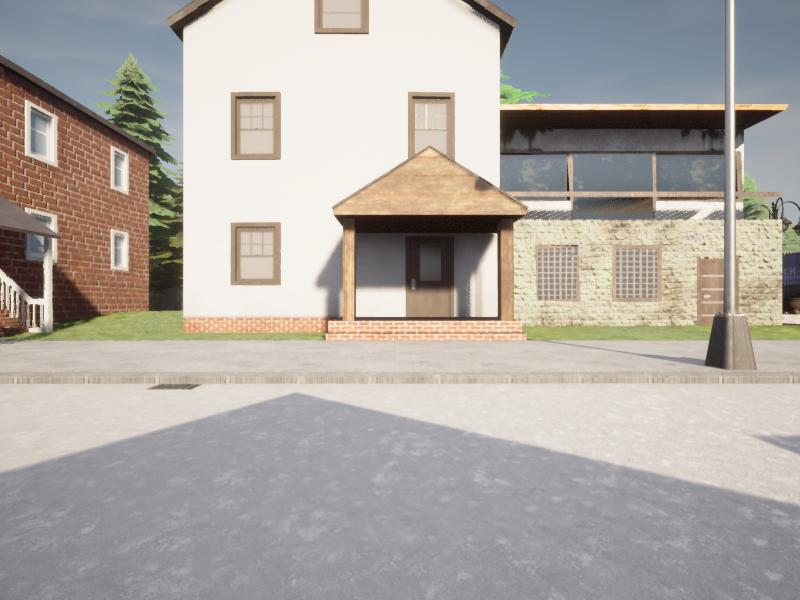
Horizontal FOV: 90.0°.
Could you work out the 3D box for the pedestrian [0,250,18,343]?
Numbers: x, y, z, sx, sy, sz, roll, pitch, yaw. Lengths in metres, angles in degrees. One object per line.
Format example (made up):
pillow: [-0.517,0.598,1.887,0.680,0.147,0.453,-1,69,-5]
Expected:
pedestrian: [-8.323,-0.067,7.944,0.751,1.860,0.751,0,0,0]

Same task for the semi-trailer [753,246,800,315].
semi-trailer: [26.951,-1.217,21.794,2.717,4.402,14.254,0,0,-1]
